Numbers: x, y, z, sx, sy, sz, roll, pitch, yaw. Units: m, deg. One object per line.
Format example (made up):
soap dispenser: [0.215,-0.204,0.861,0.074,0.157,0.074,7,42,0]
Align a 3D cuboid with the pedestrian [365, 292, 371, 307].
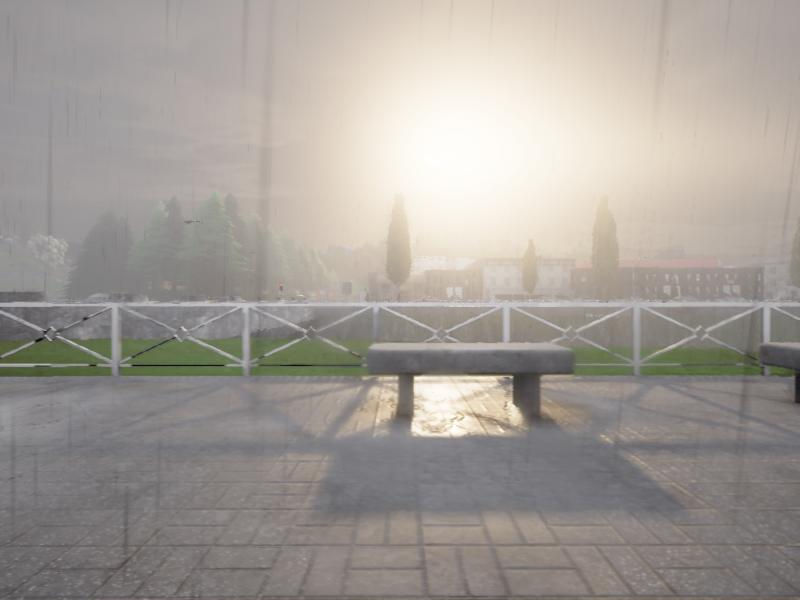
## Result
pedestrian: [-4.160,-0.060,51.599,0.751,1.860,0.751,0,0,0]

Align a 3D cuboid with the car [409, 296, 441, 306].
car: [3.959,0.178,64.352,5.027,1.651,2.152,0,0,0]

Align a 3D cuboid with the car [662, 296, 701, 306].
car: [45.215,0.132,64.400,4.856,1.649,2.033,0,0,0]

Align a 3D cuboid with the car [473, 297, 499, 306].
car: [13.828,0.242,64.363,3.806,1.475,1.970,0,0,0]

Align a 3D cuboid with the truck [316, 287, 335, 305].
truck: [-17.294,-0.910,93.134,2.891,3.827,8.468,0,0,0]

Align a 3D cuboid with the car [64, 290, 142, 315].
car: [-21.252,0.197,28.967,2.033,1.649,4.856,0,-1,0]

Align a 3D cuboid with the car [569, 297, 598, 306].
car: [29.463,0.230,64.381,3.806,1.475,1.970,0,0,0]

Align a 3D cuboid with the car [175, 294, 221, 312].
car: [-17.263,0.268,34.402,1.816,1.474,4.193,0,0,0]

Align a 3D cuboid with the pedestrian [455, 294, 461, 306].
pedestrian: [9.511,0.030,65.423,0.751,1.860,0.751,0,0,-24]

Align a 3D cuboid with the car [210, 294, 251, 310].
car: [-17.265,0.241,41.001,2.038,1.542,4.974,0,0,0]

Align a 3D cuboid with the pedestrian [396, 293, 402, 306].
pedestrian: [-0.117,-0.063,54.246,0.751,1.860,0.751,0,0,-1]

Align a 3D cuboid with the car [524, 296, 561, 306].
car: [22.932,0.153,64.375,5.238,1.638,1.930,0,0,0]

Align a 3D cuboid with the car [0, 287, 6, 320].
car: [-21.251,0.174,18.119,2.242,1.667,4.611,0,0,0]
